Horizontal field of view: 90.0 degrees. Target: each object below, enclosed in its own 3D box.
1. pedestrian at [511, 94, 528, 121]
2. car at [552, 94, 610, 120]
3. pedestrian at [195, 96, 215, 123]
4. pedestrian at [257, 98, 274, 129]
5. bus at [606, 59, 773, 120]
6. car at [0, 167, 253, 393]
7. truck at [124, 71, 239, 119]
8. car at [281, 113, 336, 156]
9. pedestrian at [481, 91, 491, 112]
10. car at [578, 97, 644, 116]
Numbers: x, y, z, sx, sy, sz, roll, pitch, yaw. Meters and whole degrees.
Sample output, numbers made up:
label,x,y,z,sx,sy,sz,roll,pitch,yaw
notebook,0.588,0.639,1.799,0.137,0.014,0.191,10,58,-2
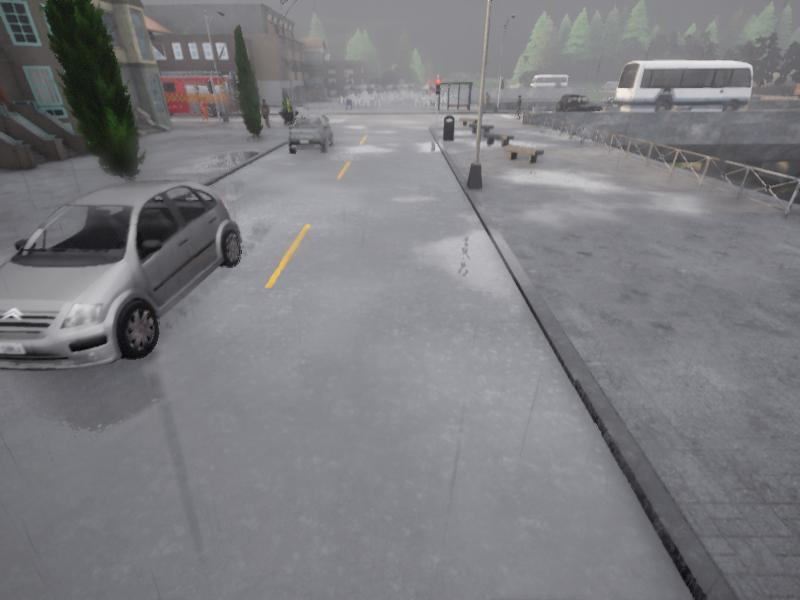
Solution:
label,x,y,z,sx,sy,sz,roll,pitch,yaw
pedestrian,9.290,-15.015,31.224,0.751,1.860,0.751,-26,37,-38
car,15.410,-16.577,34.258,3.866,1.878,1.905,-1,29,-1
pedestrian,-15.302,-14.919,31.379,0.751,1.860,0.751,2,29,5
pedestrian,-9.157,-12.747,27.324,0.751,1.860,0.751,-11,30,-18
bus,24.134,-17.945,34.187,10.273,4.253,3.944,0,29,0
car,-3.869,-0.675,5.686,1.851,1.617,3.988,1,29,2
truck,-20.334,-19.405,37.869,8.468,3.827,2.891,-1,29,-1
car,-4.238,-8.010,19.180,1.789,1.549,3.705,-1,28,-1
pedestrian,8.686,-20.006,40.387,0.751,1.860,0.751,9,30,17
car,19.868,-18.395,37.927,4.902,1.511,2.128,0,29,1
